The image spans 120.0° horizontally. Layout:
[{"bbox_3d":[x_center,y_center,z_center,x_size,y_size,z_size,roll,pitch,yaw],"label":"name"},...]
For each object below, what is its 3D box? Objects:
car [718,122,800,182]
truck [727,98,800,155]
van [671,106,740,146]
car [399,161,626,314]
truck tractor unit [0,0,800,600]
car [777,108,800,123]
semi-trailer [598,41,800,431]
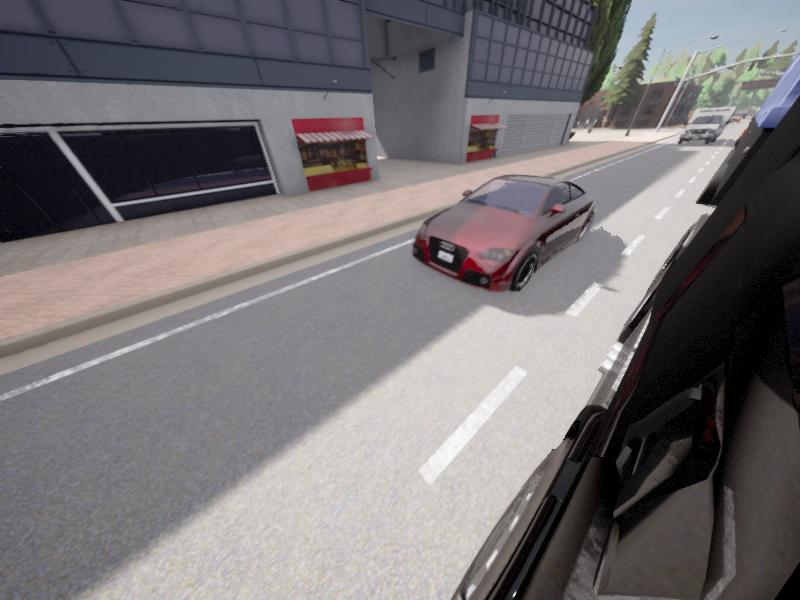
[{"bbox_3d":[15.844,-6.317,9.657,4.611,1.667,2.242,-28,44,-30],"label":"car"},{"bbox_3d":[24.997,-11.589,15.338,5.204,2.467,2.627,-31,45,-28],"label":"truck"},{"bbox_3d":[26.623,-15.151,20.088,6.366,2.431,2.351,-28,44,-30],"label":"van"},{"bbox_3d":[2.247,-1.653,4.569,4.181,1.385,1.994,-28,44,-30],"label":"car"},{"bbox_3d":[2.645,-0.295,0.351,6.516,4.208,3.053,-28,44,-30],"label":"truck tractor unit"},{"bbox_3d":[72.451,-34.058,42.629,5.566,2.045,2.150,-28,44,-30],"label":"car"},{"bbox_3d":[8.691,-3.616,4.227,14.254,4.402,2.717,-28,44,-30],"label":"semi-trailer"}]
